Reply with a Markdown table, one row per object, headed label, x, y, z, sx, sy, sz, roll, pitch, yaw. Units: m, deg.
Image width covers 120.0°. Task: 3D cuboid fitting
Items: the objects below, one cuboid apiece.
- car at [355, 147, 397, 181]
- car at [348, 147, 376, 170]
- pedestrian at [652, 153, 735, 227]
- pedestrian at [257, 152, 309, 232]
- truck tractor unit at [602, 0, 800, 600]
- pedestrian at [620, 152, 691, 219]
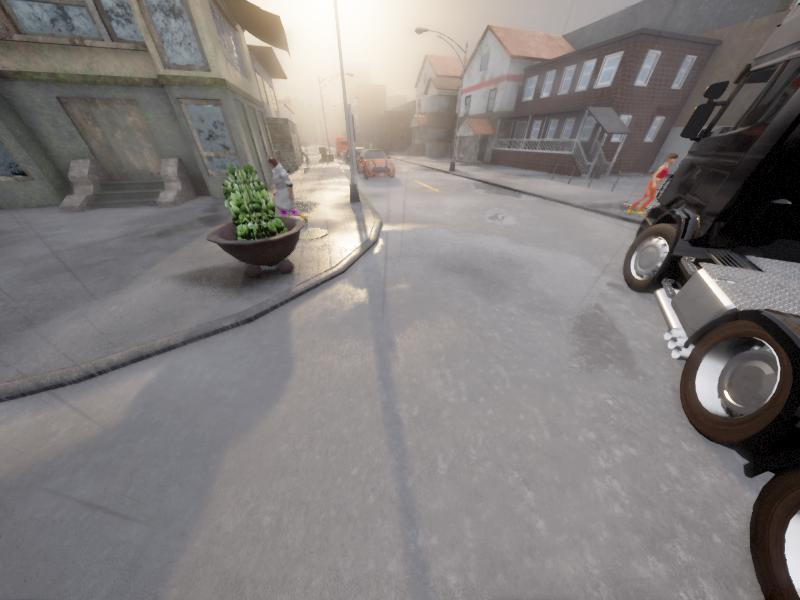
| label | x | y | z | sx | sy | sz | roll | pitch | yaw |
| --- | --- | --- | --- | --- | --- | --- | --- | --- | --- |
| car | -1.830 | -9.989 | 16.742 | 2.097 | 1.767 | 4.553 | -9 | 36 | -13 |
| car | -3.673 | -13.530 | 21.972 | 1.851 | 1.617 | 3.988 | -9 | 36 | -13 |
| pedestrian | 8.705 | -3.309 | 6.963 | 0.751 | 1.860 | 0.751 | -29 | 45 | -35 |
| pedestrian | -3.193 | -2.975 | 6.390 | 0.751 | 1.860 | 0.751 | -18 | 39 | -25 |
| truck tractor unit | 4.434 | -0.696 | 1.343 | 3.053 | 4.208 | 6.516 | 19 | 39 | 25 |
| pedestrian | 8.388 | -3.797 | 7.661 | 0.751 | 1.860 | 0.751 | -24 | 42 | -31 |
